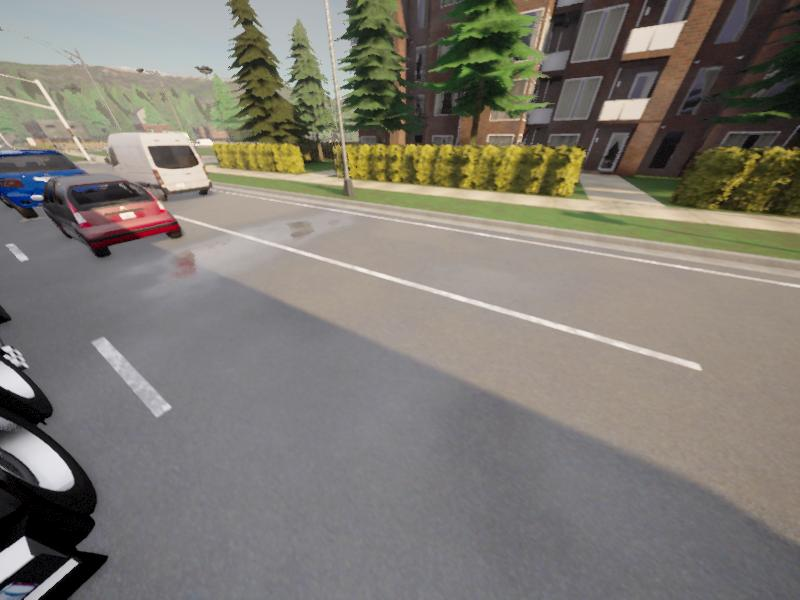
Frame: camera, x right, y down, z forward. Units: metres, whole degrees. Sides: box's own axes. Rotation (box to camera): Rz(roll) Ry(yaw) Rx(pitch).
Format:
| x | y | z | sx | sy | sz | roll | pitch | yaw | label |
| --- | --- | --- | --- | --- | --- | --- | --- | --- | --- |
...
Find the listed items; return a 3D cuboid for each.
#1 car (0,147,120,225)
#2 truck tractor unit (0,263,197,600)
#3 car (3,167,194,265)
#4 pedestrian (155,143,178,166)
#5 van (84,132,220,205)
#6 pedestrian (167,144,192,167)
| x | y | z | sx | sy | sz | roll | pitch | yaw | label |
| --- | --- | --- | --- | --- | --- | --- | --- | --- | --- |
| -14.151 | -4.683 | 9.044 | 5.566 | 2.045 | 2.150 | 18 | 39 | 24 | car |
| -5.121 | -0.288 | 0.790 | 6.516 | 4.208 | 3.053 | 18 | 39 | 24 | truck tractor unit |
| -7.987 | -2.474 | 6.207 | 3.988 | 1.617 | 1.851 | 18 | 39 | 25 | car |
| -23.297 | -14.538 | 23.116 | 0.751 | 1.860 | 0.751 | 20 | 40 | 26 | pedestrian |
| -11.941 | -6.479 | 11.172 | 5.915 | 2.561 | 1.988 | 18 | 39 | 24 | van |
| -20.797 | -13.625 | 21.786 | 0.751 | 1.860 | 0.751 | 10 | 36 | 14 | pedestrian |
